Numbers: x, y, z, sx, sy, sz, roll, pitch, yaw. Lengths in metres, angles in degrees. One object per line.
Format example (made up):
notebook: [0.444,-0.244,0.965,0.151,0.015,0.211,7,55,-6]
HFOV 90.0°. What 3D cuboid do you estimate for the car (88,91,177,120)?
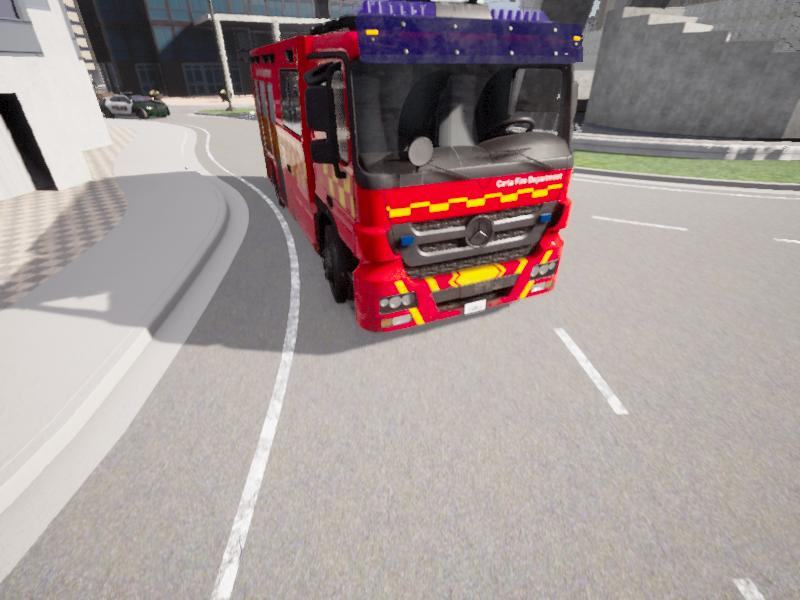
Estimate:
car: [-18.291,-13.371,27.484,4.974,1.542,2.038,9,32,15]

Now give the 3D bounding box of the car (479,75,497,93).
car: [11.637,-28.660,53.023,1.905,1.878,3.866,7,31,13]

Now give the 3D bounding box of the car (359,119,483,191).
car: [0.484,-4.851,12.935,1.994,1.385,4.181,-16,34,-24]

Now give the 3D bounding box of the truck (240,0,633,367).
truck: [-0.764,-3.121,7.554,2.891,3.827,8.468,-12,32,-20]

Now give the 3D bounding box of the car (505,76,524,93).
car: [14.855,-27.971,51.823,1.905,1.878,3.866,8,31,14]
